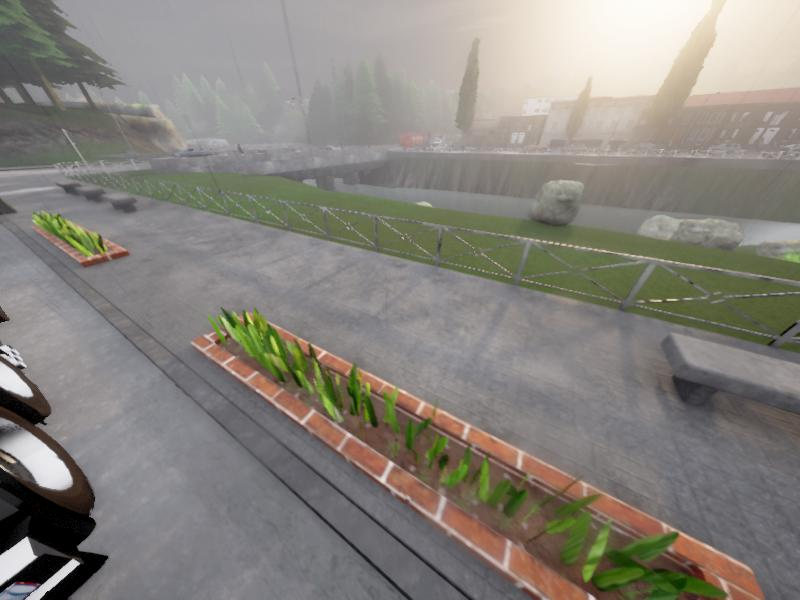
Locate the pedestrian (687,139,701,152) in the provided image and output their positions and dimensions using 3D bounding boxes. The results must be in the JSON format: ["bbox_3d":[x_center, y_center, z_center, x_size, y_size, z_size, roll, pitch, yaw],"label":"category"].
[{"bbox_3d":[53.271,-27.927,41.815,0.751,1.860,0.751,25,42,31],"label":"pedestrian"}]

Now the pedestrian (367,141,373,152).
[{"bbox_3d":[-6.001,-30.768,46.383,0.751,1.860,0.751,17,38,23],"label":"pedestrian"}]

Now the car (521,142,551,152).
[{"bbox_3d":[28.116,-31.717,47.909,5.027,1.651,2.152,18,39,24],"label":"car"}]

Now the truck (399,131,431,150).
[{"bbox_3d":[3.636,-40.651,58.997,2.891,3.827,8.468,-29,44,-35],"label":"truck"}]

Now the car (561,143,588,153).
[{"bbox_3d":[34.009,-29.739,45.148,3.806,1.475,1.970,18,39,24],"label":"car"}]

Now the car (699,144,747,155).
[{"bbox_3d":[51.397,-24.074,36.877,3.806,1.475,1.970,18,39,25],"label":"car"}]

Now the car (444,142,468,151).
[{"bbox_3d":[13.316,-36.540,54.948,4.856,1.649,2.033,18,39,24],"label":"car"}]

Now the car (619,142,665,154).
[{"bbox_3d":[42.699,-26.978,40.971,5.238,1.638,1.930,18,39,24],"label":"car"}]

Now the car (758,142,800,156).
[{"bbox_3d":[57.718,-22.086,33.827,5.238,1.638,1.930,18,39,24],"label":"car"}]

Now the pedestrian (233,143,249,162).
[{"bbox_3d":[-19.006,-17.627,27.611,0.751,1.860,0.751,14,37,20],"label":"pedestrian"}]

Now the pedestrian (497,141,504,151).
[{"bbox_3d":[22.255,-34.009,50.995,0.751,1.860,0.751,-5,35,-7],"label":"pedestrian"}]

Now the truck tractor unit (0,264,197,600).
[{"bbox_3d":[-5.109,-0.303,0.776,6.516,4.208,3.053,18,39,24],"label":"truck tractor unit"}]

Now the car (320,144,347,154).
[{"bbox_3d":[-12.874,-29.646,45.336,2.038,1.542,4.974,18,39,24],"label":"car"}]

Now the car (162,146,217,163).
[{"bbox_3d":[-27.774,-19.466,30.712,2.242,1.667,4.611,18,39,24],"label":"car"}]
